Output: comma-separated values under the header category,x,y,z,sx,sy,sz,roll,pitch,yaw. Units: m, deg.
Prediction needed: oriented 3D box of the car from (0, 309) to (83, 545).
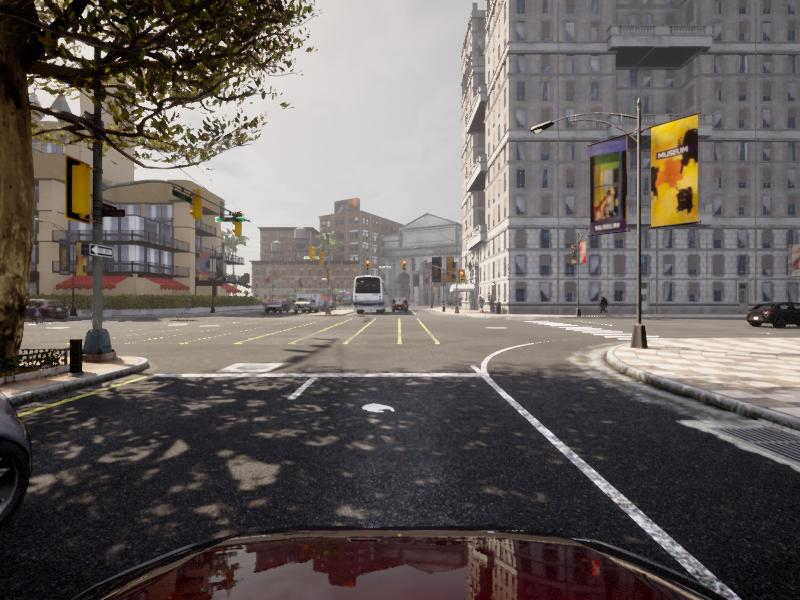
category,x,y,z,sx,sy,sz,roll,pitch,yaw
car,-3.492,0.826,1.425,1.845,1.501,3.633,0,0,0

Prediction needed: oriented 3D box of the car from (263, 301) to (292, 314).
category,x,y,z,sx,sy,sz,roll,pitch,yaw
car,-15.001,0.888,49.342,2.033,1.411,5.357,0,0,0

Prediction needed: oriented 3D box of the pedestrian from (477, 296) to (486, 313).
category,x,y,z,sx,sy,sz,roll,pitch,yaw
pedestrian,8.897,0.479,43.770,0.751,1.860,0.751,0,0,-7

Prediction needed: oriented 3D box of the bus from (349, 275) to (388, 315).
category,x,y,z,sx,sy,sz,roll,pitch,yaw
bus,-3.622,-0.541,48.601,3.944,4.253,10.273,0,0,0

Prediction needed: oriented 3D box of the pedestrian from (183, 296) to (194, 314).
category,x,y,z,sx,sy,sz,roll,pitch,yaw
pedestrian,-22.196,0.479,41.959,0.751,1.860,0.751,0,0,8

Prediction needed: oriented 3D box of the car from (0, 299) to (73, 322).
category,x,y,z,sx,sy,sz,roll,pitch,yaw
car,-27.526,0.752,29.740,4.611,1.667,2.242,0,0,0

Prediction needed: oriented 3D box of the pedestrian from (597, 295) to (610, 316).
category,x,y,z,sx,sy,sz,roll,pitch,yaw
pedestrian,18.621,0.480,36.615,0.751,1.860,0.751,0,0,-5

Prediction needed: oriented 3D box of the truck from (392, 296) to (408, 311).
category,x,y,z,sx,sy,sz,roll,pitch,yaw
truck,0.000,0.534,59.649,2.390,2.098,6.274,0,0,0

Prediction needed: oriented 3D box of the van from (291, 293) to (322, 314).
category,x,y,z,sx,sy,sz,roll,pitch,yaw
van,-11.502,0.371,49.802,2.351,2.431,6.366,0,0,0

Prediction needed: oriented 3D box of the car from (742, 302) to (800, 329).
category,x,y,z,sx,sy,sz,roll,pitch,yaw
car,22.546,0.851,23.029,4.193,1.474,1.816,0,0,0
